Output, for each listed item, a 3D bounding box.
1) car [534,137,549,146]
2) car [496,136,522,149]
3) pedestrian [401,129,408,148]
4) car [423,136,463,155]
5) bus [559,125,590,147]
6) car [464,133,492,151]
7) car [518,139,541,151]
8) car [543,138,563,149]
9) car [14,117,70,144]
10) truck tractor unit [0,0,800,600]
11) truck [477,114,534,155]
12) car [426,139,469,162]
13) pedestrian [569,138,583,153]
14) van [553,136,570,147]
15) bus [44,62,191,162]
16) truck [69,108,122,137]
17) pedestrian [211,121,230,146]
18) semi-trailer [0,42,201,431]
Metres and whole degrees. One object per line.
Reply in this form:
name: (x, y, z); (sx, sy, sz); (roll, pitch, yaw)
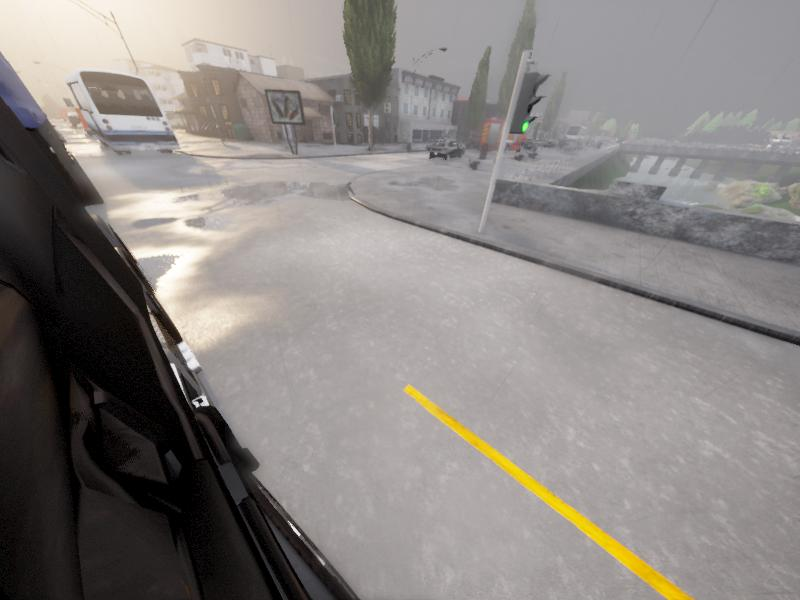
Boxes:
car: (33.249, -37.185, 54.261); (1.851, 1.617, 3.988); (28, 44, 30)
car: (19.009, -27.462, 40.258); (2.152, 1.651, 5.027); (28, 44, 30)
pedestrian: (0.546, -19.877, 28.503); (0.751, 1.860, 0.751); (2, 37, -2)
car: (4.970, -17.837, 26.546); (2.038, 1.542, 4.974); (29, 44, 30)
bus: (46.555, -43.703, 61.559); (3.944, 4.253, 10.273); (28, 44, 30)
car: (10.863, -22.019, 32.226); (1.905, 1.878, 3.866); (29, 44, 30)
car: (21.169, -25.387, 37.746); (1.816, 1.474, 4.193); (30, 44, 31)
car: (31.603, -32.428, 47.795); (2.038, 1.542, 4.974); (29, 44, 31)
car: (-29.830, -14.156, 19.309); (3.988, 1.617, 1.851); (27, 43, 29)
truck tractor unit: (-2.645, -0.295, 0.352); (6.516, 4.208, 3.053); (28, 44, 30)
truck: (13.685, -21.164, 29.651); (2.891, 3.827, 8.468); (30, 44, 31)
car: (4.295, -13.505, 20.761); (1.816, 1.474, 4.193); (26, 43, 28)
pedestrian: (26.019, -22.901, 34.201); (0.751, 1.860, 0.751); (-21, 43, -29)
van: (36.808, -36.079, 52.630); (1.775, 1.987, 4.442); (28, 44, 30)
bus: (-19.919, -13.062, 16.302); (10.273, 4.253, 3.944); (29, 44, 29)
truck: (-35.928, -20.946, 27.286); (5.204, 2.467, 2.627); (29, 44, 30)
pedestrian: (-16.646, -15.425, 21.441); (0.751, 1.860, 0.751); (-21, 43, -29)
semi-trailer: (-8.687, -3.615, 4.235); (14.254, 4.402, 2.717); (28, 44, 30)
